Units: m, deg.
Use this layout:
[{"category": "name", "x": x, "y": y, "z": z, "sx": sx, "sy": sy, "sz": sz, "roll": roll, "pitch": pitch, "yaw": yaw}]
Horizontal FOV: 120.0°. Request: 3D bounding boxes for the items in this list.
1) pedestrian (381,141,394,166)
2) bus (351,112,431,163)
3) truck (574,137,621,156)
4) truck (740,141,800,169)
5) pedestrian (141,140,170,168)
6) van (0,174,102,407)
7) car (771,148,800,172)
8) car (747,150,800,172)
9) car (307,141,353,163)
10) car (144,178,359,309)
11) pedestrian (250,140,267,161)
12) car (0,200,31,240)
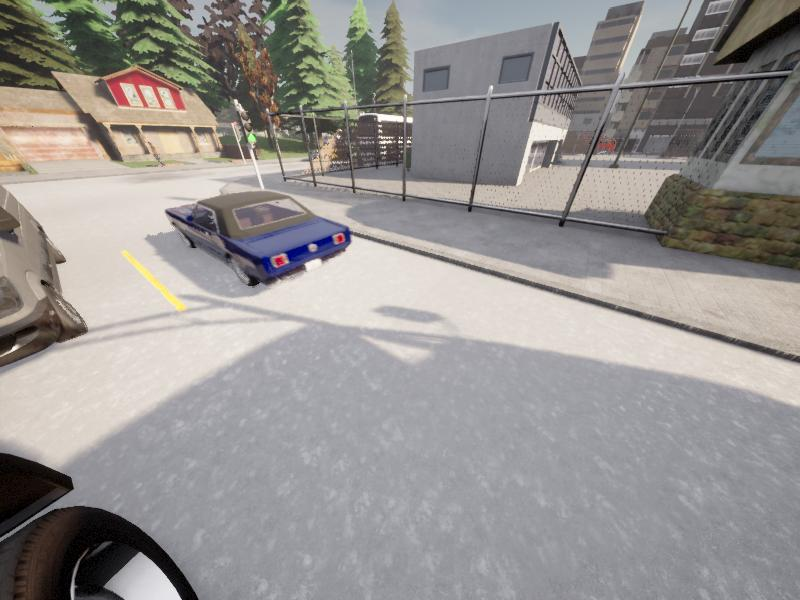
[{"category": "pedestrian", "x": -1.114, "y": -13.032, "z": 20.557, "sx": 0.751, "sy": 1.860, "sz": 0.751, "roll": 23, "pitch": 41, "yaw": 29}, {"category": "bus", "x": -0.594, "y": -19.544, "z": 27.969, "sx": 3.944, "sy": 4.253, "sz": 10.273, "roll": 22, "pitch": 41, "yaw": 28}, {"category": "truck", "x": 32.210, "y": -25.330, "z": 37.959, "sx": 5.204, "sy": 2.467, "sz": 2.627, "roll": 22, "pitch": 41, "yaw": 28}, {"category": "truck", "x": 36.438, "y": -13.610, "z": 21.605, "sx": 4.478, "sy": 2.038, "sz": 2.069, "roll": 23, "pitch": 41, "yaw": 28}, {"category": "pedestrian", "x": -19.849, "y": -11.873, "z": 18.796, "sx": 0.751, "sy": 1.860, "sz": 0.751, "roll": 20, "pitch": 40, "yaw": 26}, {"category": "van", "x": -6.593, "y": -0.861, "z": 2.900, "sx": 5.915, "sy": 2.561, "sz": 1.988, "roll": 24, "pitch": 41, "yaw": 30}, {"category": "car", "x": 33.736, "y": -11.571, "z": 19.108, "sx": 1.789, "sy": 1.547, "sz": 3.705, "roll": 23, "pitch": 41, "yaw": 28}, {"category": "car", "x": 33.997, "y": -11.564, "z": 19.225, "sx": 5.357, "sy": 1.415, "sz": 2.033, "roll": 23, "pitch": 41, "yaw": 28}, {"category": "car", "x": -7.775, "y": -16.798, "z": 26.079, "sx": 1.932, "sy": 1.855, "sz": 4.605, "roll": 22, "pitch": 40, "yaw": 27}, {"category": "car", "x": -3.346, "y": -1.644, "z": 5.102, "sx": 4.718, "sy": 1.301, "sz": 1.895, "roll": 23, "pitch": 41, "yaw": 29}, {"category": "pedestrian", "x": -15.136, "y": -15.997, "z": 24.684, "sx": 0.751, "sy": 1.860, "sz": 0.751, "roll": 23, "pitch": 41, "yaw": 28}, {"category": "car", "x": -12.386, "y": -2.484, "z": 6.007, "sx": 3.705, "sy": 1.549, "sz": 1.789, "roll": 15, "pitch": 38, "yaw": 20}]
